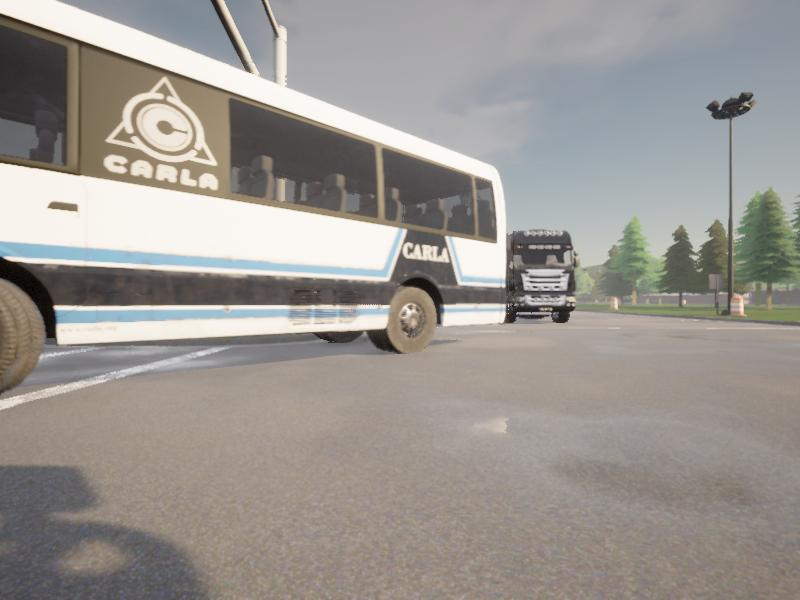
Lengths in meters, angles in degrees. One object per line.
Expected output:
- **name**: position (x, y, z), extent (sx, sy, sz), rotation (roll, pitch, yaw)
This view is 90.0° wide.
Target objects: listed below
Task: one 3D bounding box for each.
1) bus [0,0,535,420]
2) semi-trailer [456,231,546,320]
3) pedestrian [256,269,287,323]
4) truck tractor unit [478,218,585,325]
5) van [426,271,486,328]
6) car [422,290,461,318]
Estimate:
- **bus**: position (-2.262, -1.134, 6.888), extent (10.273, 4.253, 3.944), rotation (1, 1, -41)
- **semi-trailer**: position (5.992, -1.213, 26.885), extent (2.717, 4.402, 14.254), rotation (0, 0, 1)
- **pedestrian**: position (-4.588, -0.126, 14.302), extent (0.751, 1.860, 0.751), rotation (0, 0, 36)
- **truck tractor unit**: position (5.814, -1.114, 18.975), extent (3.053, 4.208, 6.516), rotation (0, 0, 1)
- **van**: position (2.157, -0.030, 16.599), extent (2.069, 2.038, 4.480), rotation (0, 0, 3)
- **car**: position (2.444, 0.224, 24.879), extent (2.038, 1.542, 4.974), rotation (0, 0, 1)
